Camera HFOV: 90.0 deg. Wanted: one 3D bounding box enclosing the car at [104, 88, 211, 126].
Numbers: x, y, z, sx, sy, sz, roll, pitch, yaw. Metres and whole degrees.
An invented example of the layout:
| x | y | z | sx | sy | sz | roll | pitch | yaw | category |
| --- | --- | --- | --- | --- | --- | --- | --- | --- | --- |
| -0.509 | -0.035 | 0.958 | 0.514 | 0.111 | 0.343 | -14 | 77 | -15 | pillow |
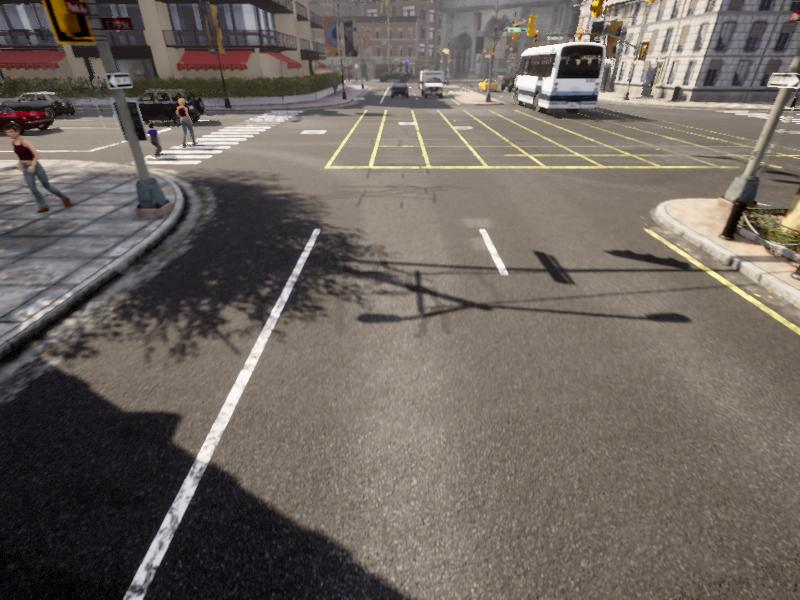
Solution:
| x | y | z | sx | sy | sz | roll | pitch | yaw | category |
| --- | --- | --- | --- | --- | --- | --- | --- | --- | --- |
| -13.943 | -11.271 | 23.289 | 4.605 | 1.855 | 1.932 | 0 | 30 | -1 | car |

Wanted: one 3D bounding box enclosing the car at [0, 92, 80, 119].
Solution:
| x | y | z | sx | sy | sz | roll | pitch | yaw | category |
| --- | --- | --- | --- | --- | --- | --- | --- | --- | --- |
| -23.934 | -12.841 | 26.356 | 3.806 | 1.475 | 1.970 | 0 | 30 | 0 | car |

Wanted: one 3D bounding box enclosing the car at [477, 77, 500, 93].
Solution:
| x | y | z | sx | sy | sz | roll | pitch | yaw | category |
| --- | --- | --- | --- | --- | --- | --- | --- | --- | --- |
| 11.489 | -28.119 | 52.277 | 1.801 | 1.575 | 5.366 | 0 | 30 | 0 | car |

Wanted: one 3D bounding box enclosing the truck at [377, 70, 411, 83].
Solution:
| x | y | z | sx | sy | sz | roll | pitch | yaw | category |
| --- | --- | --- | --- | --- | --- | --- | --- | --- | --- |
| -1.131 | -44.089 | 78.942 | 6.274 | 2.098 | 2.390 | 8 | 31 | 13 | truck |

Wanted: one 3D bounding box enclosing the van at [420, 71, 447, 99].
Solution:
| x | y | z | sx | sy | sz | roll | pitch | yaw | category |
| --- | --- | --- | --- | --- | --- | --- | --- | --- | --- |
| 3.488 | -23.444 | 43.480 | 2.351 | 2.431 | 6.366 | 0 | 30 | 0 | van |

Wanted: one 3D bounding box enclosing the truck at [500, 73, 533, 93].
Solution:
| x | y | z | sx | sy | sz | roll | pitch | yaw | category |
| --- | --- | --- | --- | --- | --- | --- | --- | --- | --- |
| 14.988 | -28.289 | 52.057 | 2.390 | 2.098 | 6.274 | 0 | 30 | 0 | truck |

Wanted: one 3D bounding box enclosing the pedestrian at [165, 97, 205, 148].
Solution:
| x | y | z | sx | sy | sz | roll | pitch | yaw | category |
| --- | --- | --- | --- | --- | --- | --- | --- | --- | --- |
| -8.930 | -7.413 | 16.695 | 0.751 | 1.860 | 0.751 | 3 | 31 | 6 | pedestrian |

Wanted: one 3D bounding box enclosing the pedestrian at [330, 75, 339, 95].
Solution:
| x | y | z | sx | sy | sz | roll | pitch | yaw | category |
| --- | --- | --- | --- | --- | --- | --- | --- | --- | --- |
| -7.234 | -23.932 | 44.517 | 0.751 | 1.860 | 0.751 | 0 | 30 | 0 | pedestrian |

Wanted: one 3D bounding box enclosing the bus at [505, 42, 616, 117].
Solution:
| x | y | z | sx | sy | sz | roll | pitch | yaw | category |
| --- | --- | --- | --- | --- | --- | --- | --- | --- | --- |
| 11.372 | -16.700 | 30.201 | 3.944 | 4.253 | 10.273 | 0 | 30 | 0 | bus |

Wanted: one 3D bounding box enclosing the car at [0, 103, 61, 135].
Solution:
| x | y | z | sx | sy | sz | roll | pitch | yaw | category |
| --- | --- | --- | --- | --- | --- | --- | --- | --- | --- |
| -20.604 | -9.227 | 20.384 | 4.718 | 1.301 | 1.895 | 0 | 30 | 0 | car |

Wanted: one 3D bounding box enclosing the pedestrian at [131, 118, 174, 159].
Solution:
| x | y | z | sx | sy | sz | roll | pitch | yaw | category |
| --- | --- | --- | --- | --- | --- | --- | --- | --- | --- |
| -9.123 | -5.973 | 14.797 | 0.751 | 1.300 | 0.751 | 2 | 30 | 3 | pedestrian |

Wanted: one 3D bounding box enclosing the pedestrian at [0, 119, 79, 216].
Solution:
| x | y | z | sx | sy | sz | roll | pitch | yaw | category |
| --- | --- | --- | --- | --- | --- | --- | --- | --- | --- |
| -7.926 | -2.838 | 8.608 | 0.751 | 1.860 | 0.751 | 1 | 30 | 1 | pedestrian |

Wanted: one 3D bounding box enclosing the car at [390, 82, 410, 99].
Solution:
| x | y | z | sx | sy | sz | roll | pitch | yaw | category |
| --- | --- | --- | --- | --- | --- | --- | --- | --- | --- |
| -0.011 | -22.766 | 43.344 | 2.033 | 1.411 | 5.357 | 0 | 30 | 0 | car |

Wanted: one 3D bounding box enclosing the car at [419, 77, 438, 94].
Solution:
| x | y | z | sx | sy | sz | roll | pitch | yaw | category |
| --- | --- | --- | --- | --- | --- | --- | --- | --- | --- |
| 3.489 | -26.985 | 50.296 | 2.033 | 1.649 | 4.856 | 0 | 30 | 0 | car |
